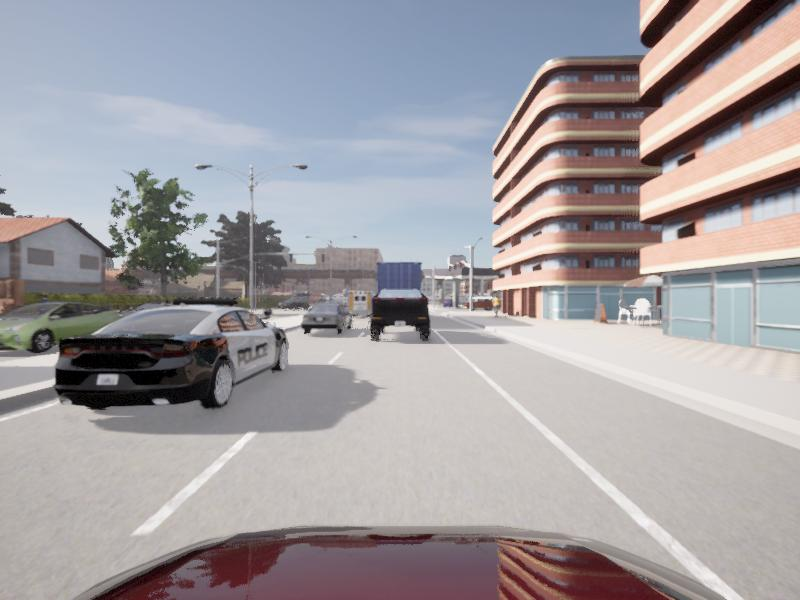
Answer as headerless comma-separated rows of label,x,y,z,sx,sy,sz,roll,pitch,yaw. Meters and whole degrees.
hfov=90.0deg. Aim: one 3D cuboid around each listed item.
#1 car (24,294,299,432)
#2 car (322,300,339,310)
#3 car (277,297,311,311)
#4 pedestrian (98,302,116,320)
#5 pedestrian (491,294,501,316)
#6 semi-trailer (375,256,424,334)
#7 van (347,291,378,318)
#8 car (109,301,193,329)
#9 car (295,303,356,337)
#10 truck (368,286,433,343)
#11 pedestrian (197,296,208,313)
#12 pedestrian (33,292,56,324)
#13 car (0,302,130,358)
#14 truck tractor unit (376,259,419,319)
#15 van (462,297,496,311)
car,-3.498,0.770,7.376,1.930,1.638,5.238,0,0,0
car,-11.484,0.766,66.755,2.033,1.649,4.856,0,0,0
car,-16.572,0.555,62.882,2.150,2.045,5.566,1,1,27
pedestrian,-21.154,0.760,28.870,0.751,1.300,0.751,0,0,-1
pedestrian,8.212,0.460,34.152,0.751,1.860,0.751,0,0,6
semi-trailer,-0.074,-0.784,29.433,2.717,4.402,14.254,0,4,0
van,-3.537,0.371,38.733,2.351,2.431,6.366,0,0,1
car,-14.995,0.823,24.504,2.038,1.542,4.974,0,0,0
car,-3.536,0.892,20.115,2.033,1.411,5.357,0,0,0
truck,0.004,0.538,17.860,2.390,2.098,6.274,0,0,0
pedestrian,-20.881,0.478,42.336,0.751,1.860,0.751,0,0,5
pedestrian,-21.001,0.481,23.623,0.751,1.860,0.751,0,0,-11
car,-11.500,0.826,13.289,2.007,1.525,4.514,0,0,0
truck tractor unit,-0.343,-0.845,37.535,3.053,4.208,6.516,-10,-7,-4
van,11.630,0.561,58.978,4.480,2.038,2.069,0,0,-2
